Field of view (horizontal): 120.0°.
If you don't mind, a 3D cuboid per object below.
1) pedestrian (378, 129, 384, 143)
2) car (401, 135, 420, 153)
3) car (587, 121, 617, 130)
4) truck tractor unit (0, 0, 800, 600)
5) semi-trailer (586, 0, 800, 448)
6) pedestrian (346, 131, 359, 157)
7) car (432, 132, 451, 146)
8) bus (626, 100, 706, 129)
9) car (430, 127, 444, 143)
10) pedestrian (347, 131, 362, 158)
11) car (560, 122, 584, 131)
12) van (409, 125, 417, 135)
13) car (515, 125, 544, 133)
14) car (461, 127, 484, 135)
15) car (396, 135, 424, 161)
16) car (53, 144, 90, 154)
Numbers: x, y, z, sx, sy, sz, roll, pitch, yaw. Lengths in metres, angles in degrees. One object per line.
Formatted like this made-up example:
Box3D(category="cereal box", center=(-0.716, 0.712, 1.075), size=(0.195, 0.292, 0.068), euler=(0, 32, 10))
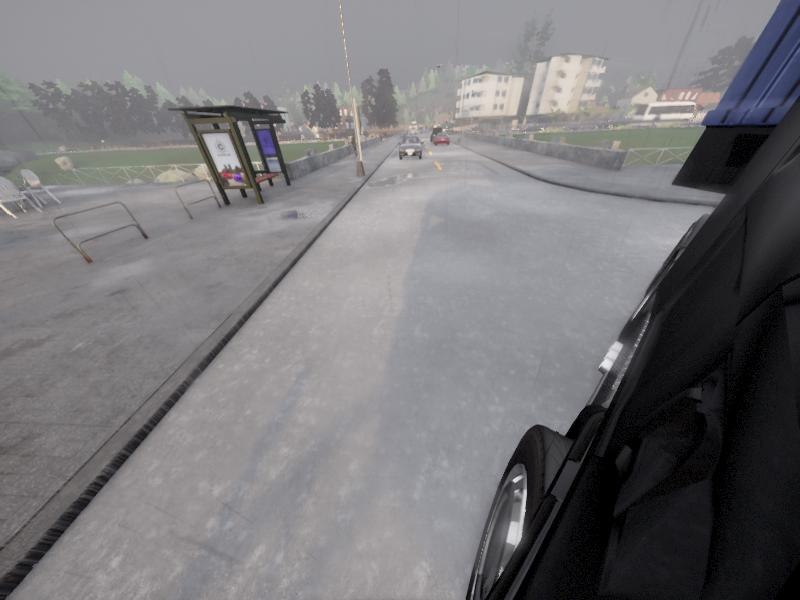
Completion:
Box3D(category="pedestrian", center=(-3.186, -27.476, 38.682), size=(0.751, 1.860, 0.751), euler=(2, 37, 5))
Box3D(category="car", center=(1.195, -17.088, 25.259), size=(1.895, 1.301, 4.718), euler=(0, 37, 4))
Box3D(category="car", center=(47.245, -40.930, 54.147), size=(4.892, 1.490, 1.837), euler=(0, 37, 4))
Box3D(category="truck tractor unit", center=(2.645, -0.295, 0.352), size=(6.516, 4.208, 3.053), euler=(-28, 44, -30))
Box3D(category="semi-trailer", center=(9.993, -2.006, 2.026), size=(14.254, 4.402, 2.717), euler=(-8, 37, -7))
Box3D(category="pedestrian", center=(-4.331, -14.298, 21.183), size=(0.751, 1.860, 0.751), euler=(0, 37, 3))
Box3D(category="car", center=(5.637, -22.279, 31.855), size=(1.994, 1.385, 4.181), euler=(-1, 37, 2))
Box3D(category="bus", center=(56.575, -39.682, 49.631), size=(10.273, 4.253, 3.944), euler=(0, 37, 4))
Box3D(category="car", center=(5.969, -26.779, 37.399), size=(1.905, 1.878, 3.866), euler=(0, 37, 4))
Box3D(category="pedestrian", center=(-3.854, -13.242, 19.747), size=(0.751, 1.860, 0.751), euler=(4, 37, 8))
Box3D(category="car", center=(40.598, -40.937, 54.566), size=(3.806, 1.475, 1.970), euler=(0, 37, 3))
Box3D(category="van", center=(4.198, -53.800, 73.081), size=(2.351, 2.431, 6.366), euler=(0, 37, 4))
Box3D(category="car", center=(30.847, -40.923, 55.195), size=(5.357, 1.411, 2.033), euler=(0, 37, 3))
Box3D(category="car", center=(17.532, -40.976, 55.971), size=(4.892, 1.490, 1.837), euler=(0, 37, 4))
Box3D(category="car", center=(0.938, -13.001, 19.647), size=(2.128, 1.511, 4.902), euler=(1, 37, 4))
Box3D(category="car", center=(-83.307, -38.382, 58.620), size=(2.152, 1.651, 5.027), euler=(0, 37, 4))
